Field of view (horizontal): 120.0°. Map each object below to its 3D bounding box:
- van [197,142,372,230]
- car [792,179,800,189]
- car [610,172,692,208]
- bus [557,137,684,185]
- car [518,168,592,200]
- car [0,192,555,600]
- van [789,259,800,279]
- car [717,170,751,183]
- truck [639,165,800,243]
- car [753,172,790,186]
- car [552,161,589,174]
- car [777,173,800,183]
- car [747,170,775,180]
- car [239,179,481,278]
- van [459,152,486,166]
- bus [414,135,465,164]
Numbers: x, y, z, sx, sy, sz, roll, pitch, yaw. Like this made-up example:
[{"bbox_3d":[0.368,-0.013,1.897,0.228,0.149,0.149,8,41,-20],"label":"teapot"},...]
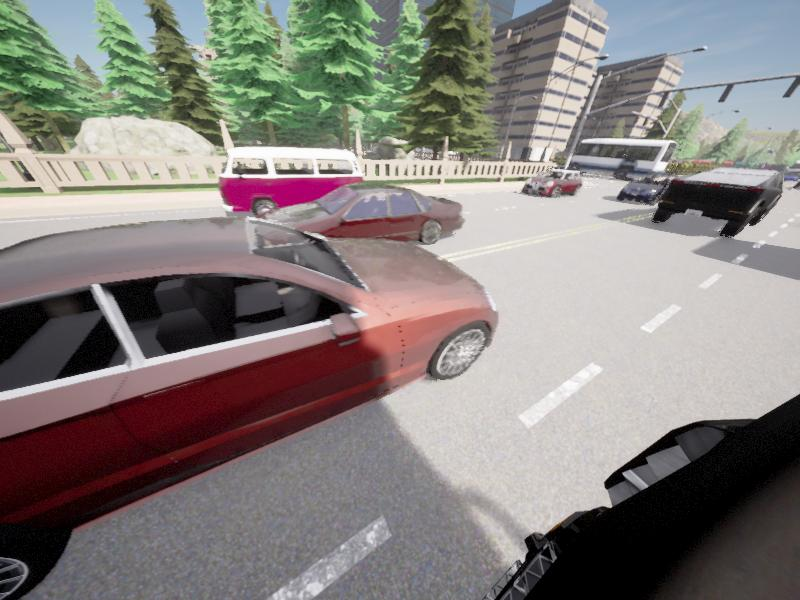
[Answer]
[{"bbox_3d":[-3.437,-3.906,7.757,4.480,2.038,2.069,-15,38,-26],"label":"van"},{"bbox_3d":[54.770,-15.650,30.663,5.238,1.638,1.930,-16,38,-26],"label":"car"},{"bbox_3d":[15.085,-6.706,13.905,3.988,1.617,1.851,-16,38,-26],"label":"car"},{"bbox_3d":[27.217,-17.998,29.596,3.944,4.253,10.273,-16,39,-26],"label":"bus"},{"bbox_3d":[9.742,-7.379,14.598,3.806,1.475,1.970,-16,38,-26],"label":"car"},{"bbox_3d":[-1.368,0.146,2.178,5.027,1.651,2.152,-16,38,-26],"label":"car"},{"bbox_3d":[11.978,-1.525,5.476,4.442,1.987,1.775,-16,38,-26],"label":"van"},{"bbox_3d":[52.541,-19.432,36.307,4.514,1.525,2.007,-16,38,-26],"label":"car"},{"bbox_3d":[13.182,-4.141,9.425,6.274,2.098,2.390,-16,38,-26],"label":"truck"},{"bbox_3d":[54.743,-17.832,34.050,4.974,1.542,2.038,-15,37,-26],"label":"car"},{"bbox_3d":[26.939,-21.066,36.703,1.816,1.474,4.193,-16,38,-26],"label":"car"},{"bbox_3d":[75.174,-23.541,44.439,4.514,1.525,2.007,-16,38,-26],"label":"car"},{"bbox_3d":[72.774,-25.154,46.553,4.974,1.542,2.038,-16,38,-26],"label":"car"},{"bbox_3d":[-0.754,-2.168,5.934,5.357,1.411,2.033,-16,38,-26],"label":"car"},{"bbox_3d":[13.568,-26.596,43.495,1.775,1.987,4.442,-17,38,-28],"label":"van"},{"bbox_3d":[7.432,-29.710,45.662,3.944,4.253,10.273,-17,37,-27],"label":"bus"}]
